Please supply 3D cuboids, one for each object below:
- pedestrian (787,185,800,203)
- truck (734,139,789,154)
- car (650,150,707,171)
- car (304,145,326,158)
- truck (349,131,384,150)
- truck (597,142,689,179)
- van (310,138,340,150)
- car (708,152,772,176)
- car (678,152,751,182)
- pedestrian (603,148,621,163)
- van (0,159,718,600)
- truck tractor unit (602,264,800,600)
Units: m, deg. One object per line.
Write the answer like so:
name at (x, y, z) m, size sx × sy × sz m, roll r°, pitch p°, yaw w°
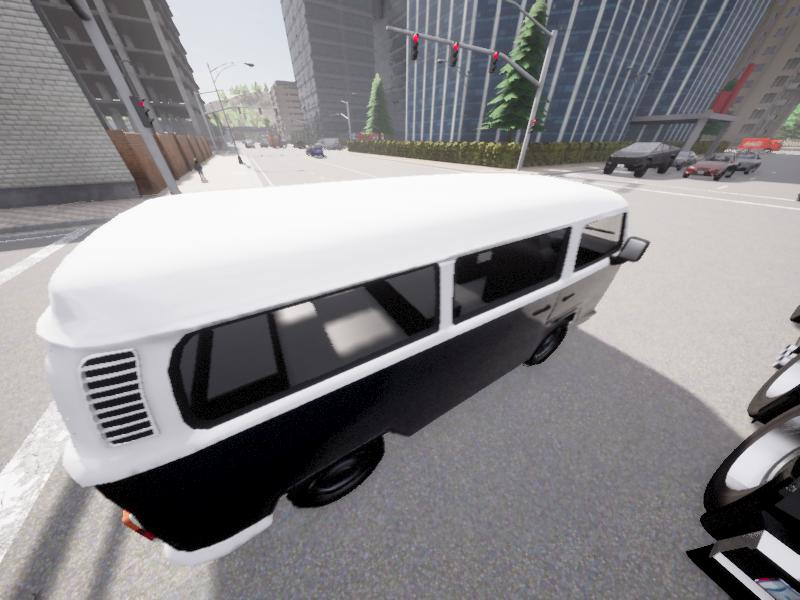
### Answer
pedestrian at (17.574, -4.809, 9.728) m, size 0.751 × 1.300 × 0.751 m, roll -24°, pitch 41°, yaw -30°
truck at (72.838, -31.141, 46.711) m, size 2.627 × 2.467 × 5.204 m, roll -18°, pitch 39°, yaw -24°
car at (25.351, -12.764, 21.059) m, size 4.674 × 1.442 × 1.812 m, roll -18°, pitch 39°, yaw -24°
car at (-13.142, -22.932, 35.525) m, size 2.007 × 1.525 × 4.514 m, roll -18°, pitch 39°, yaw -24°
truck at (-8.646, -42.215, 61.135) m, size 8.468 × 3.827 × 2.891 m, roll -19°, pitch 39°, yaw -25°
truck at (18.539, -10.797, 17.650) m, size 6.274 × 2.098 × 2.390 m, roll -18°, pitch 39°, yaw -24°
van at (-18.191, -38.265, 56.670) m, size 2.351 × 2.431 × 6.366 m, roll 27°, pitch 43°, yaw 33°
car at (27.903, -11.265, 18.985) m, size 4.181 × 1.385 × 1.994 m, roll -19°, pitch 39°, yaw -25°
car at (21.841, -9.313, 16.079) m, size 4.193 × 1.474 × 1.816 m, roll -18°, pitch 39°, yaw -24°
pedestrian at (23.247, -15.869, 25.314) m, size 0.751 × 1.300 × 0.751 m, roll -17°, pitch 39°, yaw -23°
van at (0.275, -0.090, 2.357) m, size 4.480 × 2.038 × 2.069 m, roll -19°, pitch 39°, yaw -25°
truck tractor unit at (5.106, -0.306, 0.780) m, size 6.516 × 4.208 × 3.053 m, roll -18°, pitch 39°, yaw -24°
